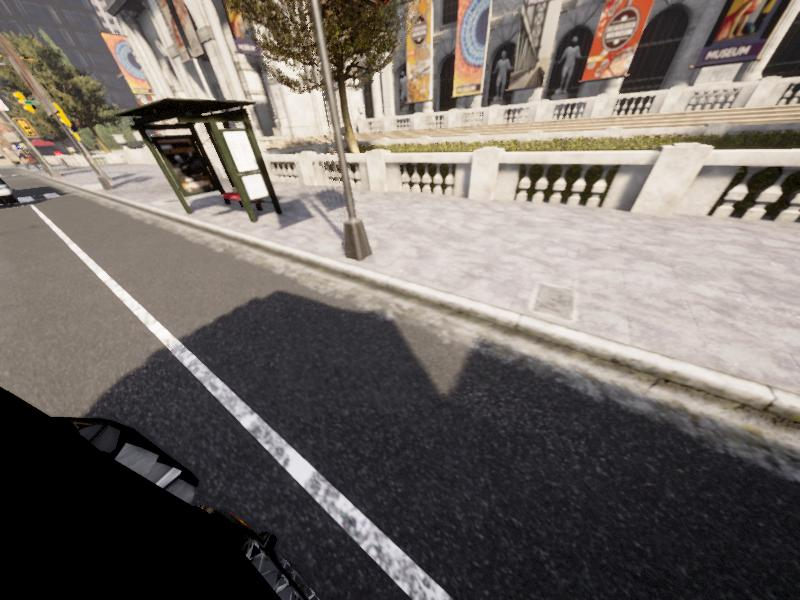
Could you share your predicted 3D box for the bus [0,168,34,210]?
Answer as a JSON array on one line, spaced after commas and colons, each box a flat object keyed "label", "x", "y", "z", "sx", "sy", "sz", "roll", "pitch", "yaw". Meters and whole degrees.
[{"label": "bus", "x": -24.726, "y": -7.167, "z": 11.970, "sx": 10.273, "sy": 4.253, "sz": 3.944, "roll": 19, "pitch": 42, "yaw": 28}]
